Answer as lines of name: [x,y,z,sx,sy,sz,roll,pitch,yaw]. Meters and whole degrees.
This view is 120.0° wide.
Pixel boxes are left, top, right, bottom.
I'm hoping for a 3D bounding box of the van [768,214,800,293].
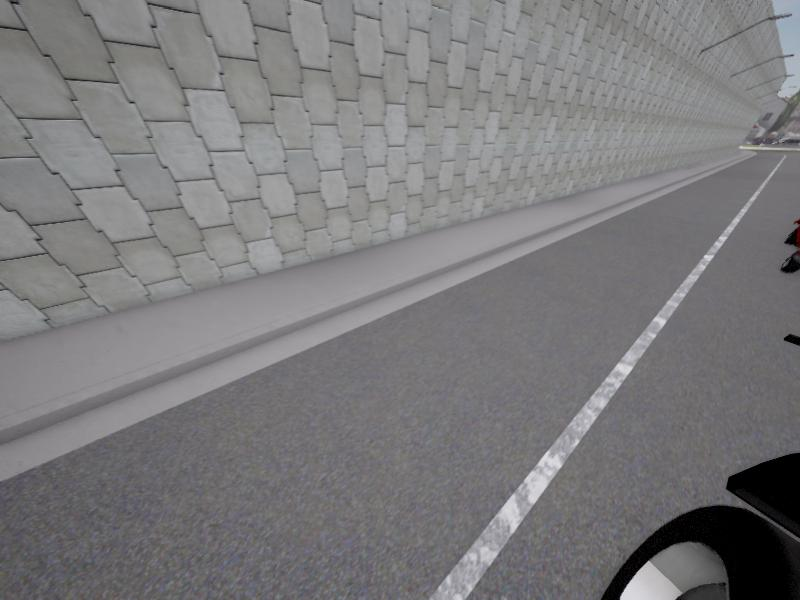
van: [9.132,-1.427,4.152,4.442,1.987,1.775,-22,41,-28]
